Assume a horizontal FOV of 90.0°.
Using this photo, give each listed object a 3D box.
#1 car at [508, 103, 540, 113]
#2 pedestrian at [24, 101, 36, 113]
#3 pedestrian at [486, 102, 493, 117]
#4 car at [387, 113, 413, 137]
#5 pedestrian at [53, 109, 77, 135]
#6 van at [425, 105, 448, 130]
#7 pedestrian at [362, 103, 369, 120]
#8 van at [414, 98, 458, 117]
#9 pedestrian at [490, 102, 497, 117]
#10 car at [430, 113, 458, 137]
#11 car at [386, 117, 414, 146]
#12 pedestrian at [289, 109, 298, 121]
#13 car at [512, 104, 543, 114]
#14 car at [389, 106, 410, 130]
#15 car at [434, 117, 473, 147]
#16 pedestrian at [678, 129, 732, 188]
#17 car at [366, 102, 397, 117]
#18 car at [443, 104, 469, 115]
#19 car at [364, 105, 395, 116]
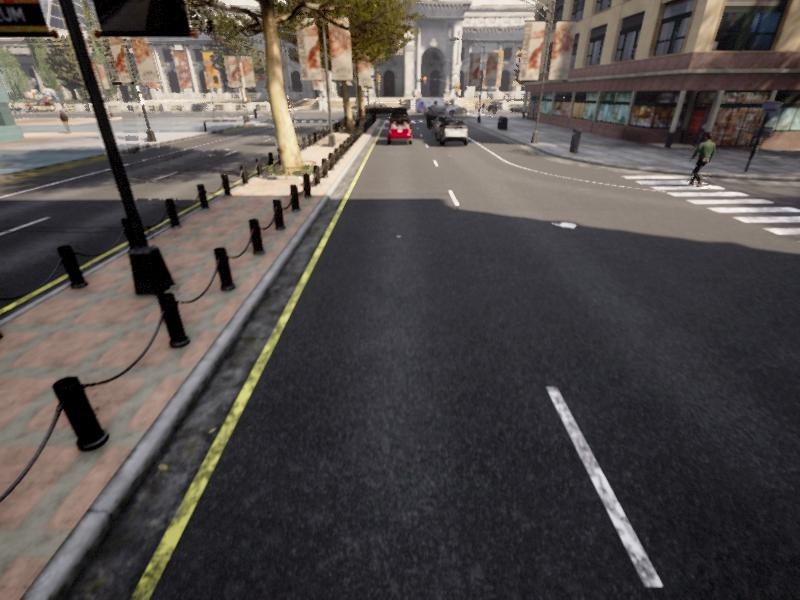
[{"bbox_3d":[21.310,-33.064,68.882,4.792,1.488,2.163,0,27,0],"label":"car"},{"bbox_3d":[-66.997,-34.938,72.381,0.751,1.860,0.751,-5,28,-10],"label":"pedestrian"},{"bbox_3d":[12.620,-26.864,56.465,0.751,1.860,0.751,11,29,21],"label":"pedestrian"},{"bbox_3d":[-0.015,-14.393,32.813,2.007,1.525,4.514,0,27,0],"label":"car"},{"bbox_3d":[-26.909,-14.347,32.178,0.751,1.860,0.751,-8,28,-14],"label":"pedestrian"},{"bbox_3d":[3.437,-17.475,38.257,1.775,1.987,4.442,0,27,0],"label":"van"},{"bbox_3d":[-4.194,-22.790,48.382,0.751,1.860,0.751,-1,27,-1],"label":"pedestrian"},{"bbox_3d":[5.271,-28.651,59.409,6.366,2.431,2.351,0,27,0],"label":"van"},{"bbox_3d":[13.249,-26.836,56.406,0.751,1.860,0.751,6,28,12],"label":"pedestrian"},{"bbox_3d":[3.507,-14.215,32.437,1.845,1.501,3.633,0,27,0],"label":"car"},{"bbox_3d":[-0.012,-11.601,27.373,1.789,1.549,3.705,0,27,0],"label":"car"},{"bbox_3d":[-13.165,-22.807,49.409,0.751,1.300,0.751,3,27,6],"label":"pedestrian"},{"bbox_3d":[20.923,-31.423,65.792,4.181,1.385,1.994,0,27,0],"label":"car"},{"bbox_3d":[-0.016,-17.475,38.387,1.905,1.878,3.866,0,27,0],"label":"car"},{"bbox_3d":[3.487,-11.334,26.858,2.007,1.525,4.514,0,27,0],"label":"car"},{"bbox_3d":[10.616,-4.939,13.997,0.751,1.860,0.751,0,27,0],"label":"pedestrian"},{"bbox_3d":[-2.707,-28.396,59.576,4.605,1.855,1.932,1,27,0],"label":"car"},{"bbox_3d":[8.735,-29.876,62.702,3.633,1.501,1.845,0,27,0],"label":"car"},{"bbox_3d":[-3.133,-29.820,62.782,4.792,1.488,2.163,0,27,0],"label":"car"}]
